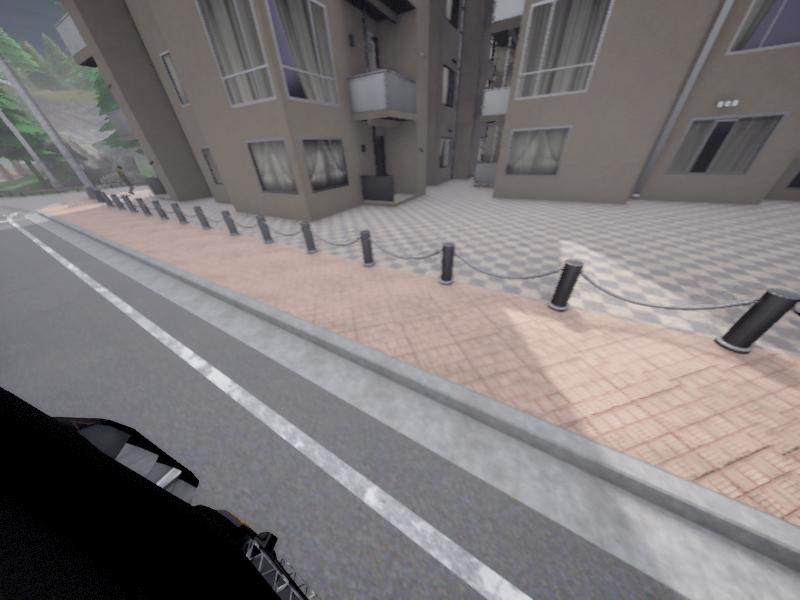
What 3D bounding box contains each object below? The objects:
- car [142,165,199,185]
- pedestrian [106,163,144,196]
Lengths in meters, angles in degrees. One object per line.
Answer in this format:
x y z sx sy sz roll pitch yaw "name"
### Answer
-24.187 -13.293 24.494 1.845 1.501 3.633 15 37 25 "car"
-18.418 -8.066 15.516 0.751 1.860 0.751 15 37 24 "pedestrian"
